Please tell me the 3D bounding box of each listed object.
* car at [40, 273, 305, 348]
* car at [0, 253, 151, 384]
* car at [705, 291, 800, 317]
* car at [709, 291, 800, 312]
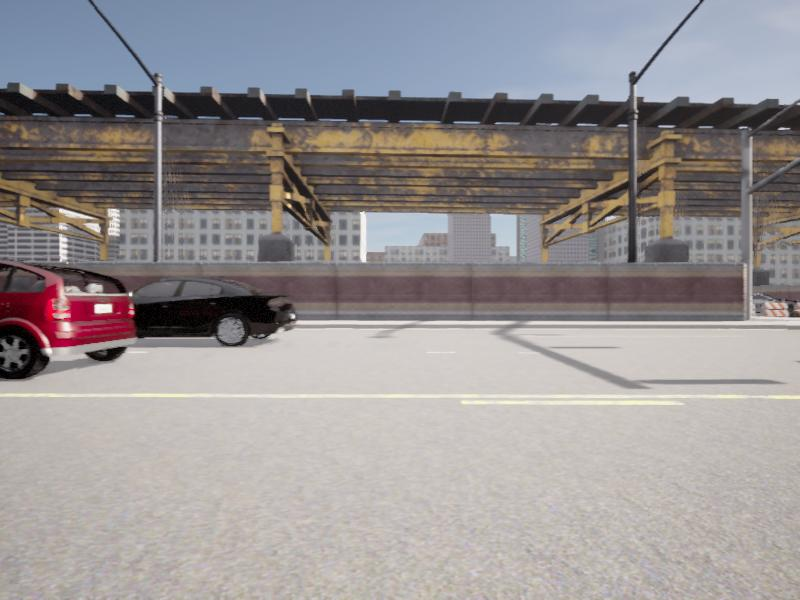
[{"bbox_3d":[-4.925,0.212,9.205,5.008,1.535,1.882,0,0,0],"label":"car"},{"bbox_3d":[-5.944,0.205,5.662,3.705,1.549,1.789,0,0,0],"label":"car"},{"bbox_3d":[22.426,0.234,25.116,4.974,1.542,2.038,0,0,44],"label":"car"},{"bbox_3d":[22.388,0.077,25.151,4.536,1.218,1.853,0,0,44],"label":"car"}]
